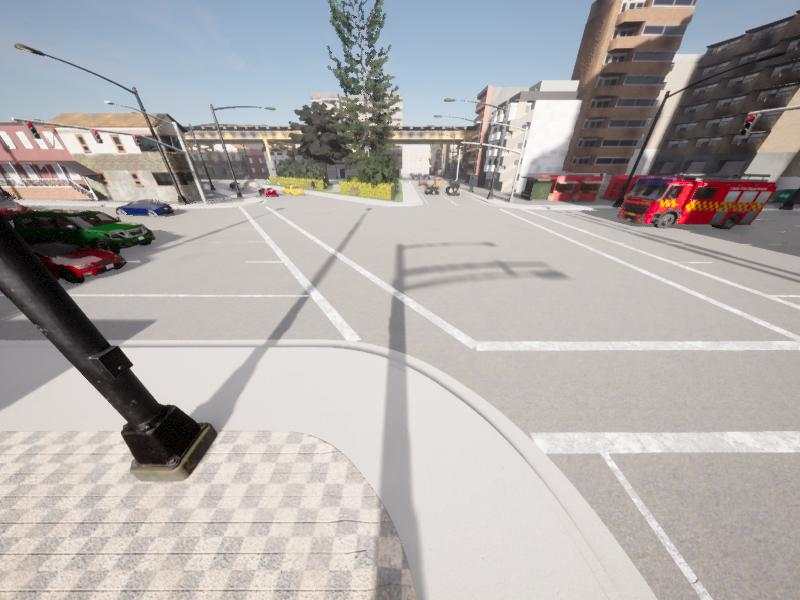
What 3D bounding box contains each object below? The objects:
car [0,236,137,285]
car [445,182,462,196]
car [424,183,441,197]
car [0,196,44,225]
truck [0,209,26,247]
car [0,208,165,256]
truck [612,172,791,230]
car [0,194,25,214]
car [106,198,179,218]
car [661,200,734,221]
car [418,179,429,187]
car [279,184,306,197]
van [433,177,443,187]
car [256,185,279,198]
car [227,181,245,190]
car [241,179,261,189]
[{"bbox_3d":[-14.447,-1.704,9.698,4.193,1.474,1.816,0,30,0],"label":"car"},{"bbox_3d":[8.865,-18.762,38.918,1.905,1.878,3.866,0,30,0],"label":"car"},{"bbox_3d":[5.365,-18.496,38.724,2.152,1.651,5.027,0,30,0],"label":"car"},{"bbox_3d":[-32.970,-7.244,18.518,4.553,1.767,2.097,1,30,-1],"label":"car"},{"bbox_3d":[-27.438,-4.591,12.104,8.468,3.827,2.891,1,30,-1],"label":"truck"},{"bbox_3d":[-17.093,-3.729,12.607,5.566,2.045,2.150,0,30,0],"label":"car"},{"bbox_3d":[23.137,-7.864,18.354,8.468,3.827,2.891,0,30,-1],"label":"truck"},{"bbox_3d":[-38.892,-8.964,21.509,4.193,1.474,1.816,2,30,-1],"label":"car"},{"bbox_3d":[-24.079,-8.682,21.760,4.181,1.385,1.994,1,30,-1],"label":"car"},{"bbox_3d":[28.179,-8.550,22.000,3.806,1.475,1.970,1,30,-1],"label":"car"},{"bbox_3d":[5.459,-27.799,54.983,2.163,1.488,4.792,0,30,0],"label":"car"},{"bbox_3d":[-18.027,-18.446,38.695,5.366,1.575,1.801,26,39,38],"label":"car"},{"bbox_3d":[8.958,-27.994,54.809,1.775,1.987,4.442,0,30,0],"label":"van"},{"bbox_3d":[-21.366,-17.532,37.200,1.970,1.475,3.806,-26,39,-37],"label":"car"},{"bbox_3d":[-34.510,-24.094,48.566,3.806,1.475,1.970,26,39,37],"label":"car"},{"bbox_3d":[-33.376,-26.054,51.822,5.027,1.651,2.152,26,39,37],"label":"car"}]
